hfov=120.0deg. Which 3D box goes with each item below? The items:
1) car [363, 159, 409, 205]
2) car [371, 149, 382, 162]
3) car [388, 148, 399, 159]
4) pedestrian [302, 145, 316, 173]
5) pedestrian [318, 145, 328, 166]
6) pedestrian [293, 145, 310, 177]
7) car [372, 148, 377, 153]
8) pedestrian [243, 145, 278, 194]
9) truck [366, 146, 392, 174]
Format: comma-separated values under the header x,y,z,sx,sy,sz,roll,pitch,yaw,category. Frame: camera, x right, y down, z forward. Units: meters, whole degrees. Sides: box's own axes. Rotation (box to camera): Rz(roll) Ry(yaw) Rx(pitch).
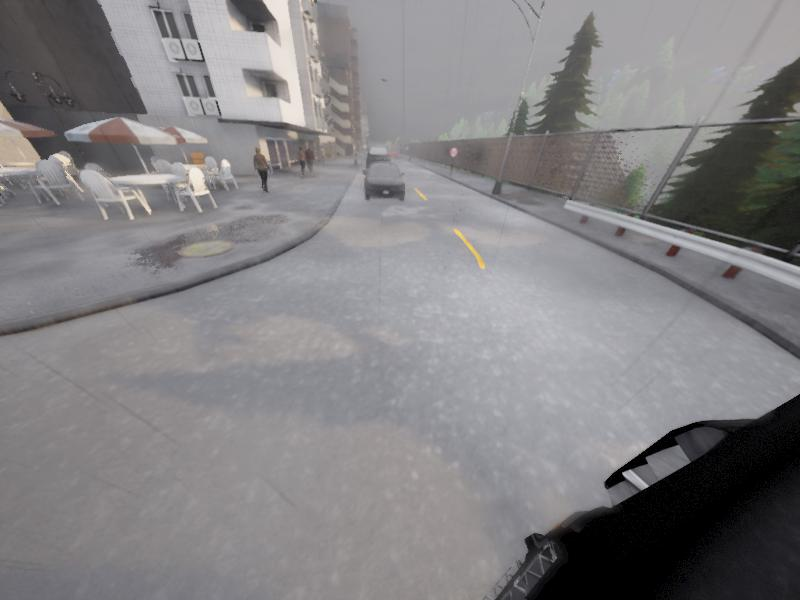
x,y,z,sx,sy,sz,roll,pitch,yaw,category
-0.834,-6.282,11.985,1.882,1.535,5.008,-1,34,-6,car
-4.140,-25.414,40.528,1.930,1.638,5.238,-1,34,-6,car
-1.593,-33.815,53.260,2.097,1.767,4.553,-1,34,-6,car
-7.295,-11.358,18.647,0.751,1.860,0.751,-7,35,-14,pedestrian
-8.184,-15.374,24.644,0.751,1.860,0.751,-9,35,-17,pedestrian
-6.993,-9.887,16.448,0.751,1.860,0.751,-6,35,-13,pedestrian
-9.160,-54.339,83.926,1.845,1.501,3.633,-1,34,-6,car
-6.224,-5.838,10.395,0.751,1.860,0.751,-5,34,-11,pedestrian
-2.236,-14.670,24.036,2.390,2.098,6.274,-1,34,-6,truck
